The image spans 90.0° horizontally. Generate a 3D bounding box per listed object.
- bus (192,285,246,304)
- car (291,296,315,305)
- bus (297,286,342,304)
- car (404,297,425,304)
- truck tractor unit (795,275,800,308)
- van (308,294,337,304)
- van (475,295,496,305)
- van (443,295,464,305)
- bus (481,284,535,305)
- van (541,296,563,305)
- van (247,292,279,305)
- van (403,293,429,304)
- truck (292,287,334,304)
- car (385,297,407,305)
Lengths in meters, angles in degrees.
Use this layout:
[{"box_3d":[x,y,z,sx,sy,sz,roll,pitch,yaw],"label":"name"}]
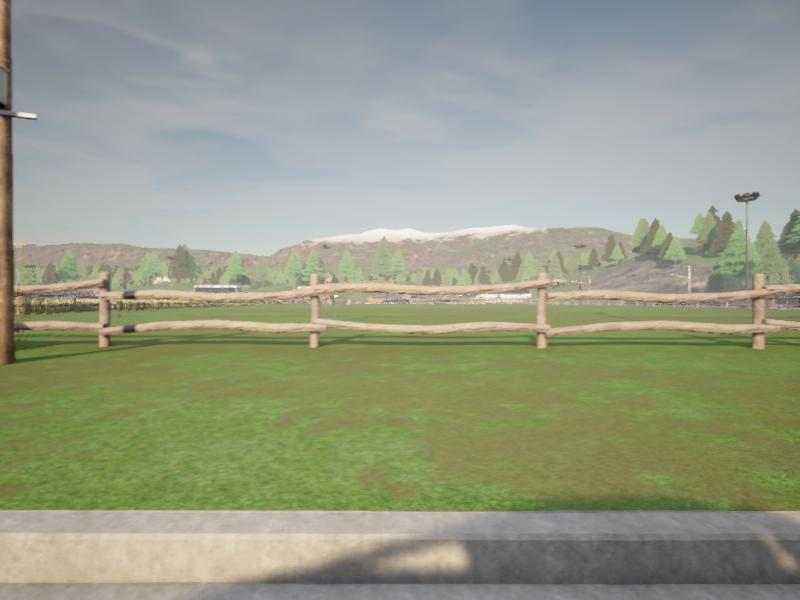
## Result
[{"box_3d":[-39.829,-1.192,88.411,10.273,4.253,3.944,0,0,0],"label":"bus"},{"box_3d":[-20.485,0.026,84.884,4.605,1.855,1.932,0,0,0],"label":"car"},{"box_3d":[-19.815,-1.166,99.008,10.273,4.253,3.944,0,0,0],"label":"bus"},{"box_3d":[3.388,0.193,95.509,5.027,1.651,2.152,0,0,0],"label":"car"},{"box_3d":[51.550,-1.057,47.378,3.053,4.208,6.516,0,0,0],"label":"truck tractor unit"},{"box_3d":[-18.451,-0.252,95.392,6.366,2.431,2.351,0,0,0],"label":"van"},{"box_3d":[19.697,-0.002,92.081,4.480,2.038,2.069,0,0,0],"label":"van"},{"box_3d":[11.809,-0.012,88.539,4.480,2.038,2.069,0,0,0],"label":"van"},{"box_3d":[22.825,-1.096,85.216,10.273,4.253,3.944,-1,0,0],"label":"bus"},{"box_3d":[34.013,0.042,89.459,4.442,1.987,1.775,0,0,-12],"label":"van"},{"box_3d":[-29.020,-0.339,84.838,5.915,2.561,1.988,0,0,0],"label":"van"},{"box_3d":[3.656,-0.269,91.997,5.915,2.561,1.988,0,0,0],"label":"van"},{"box_3d":[-19.134,-0.951,88.385,8.468,3.827,2.891,0,0,0],"label":"truck"},{"box_3d":[-0.948,0.155,84.980,4.611,1.667,2.242,0,0,0],"label":"car"}]
